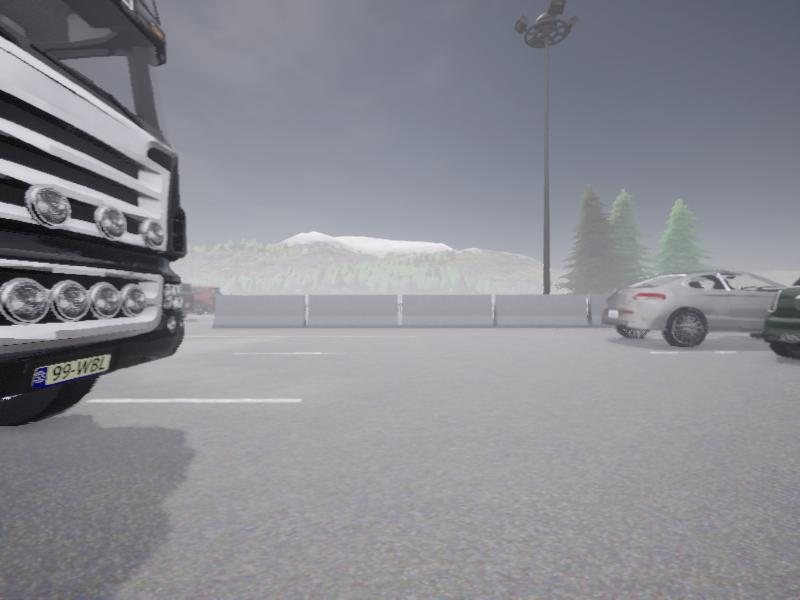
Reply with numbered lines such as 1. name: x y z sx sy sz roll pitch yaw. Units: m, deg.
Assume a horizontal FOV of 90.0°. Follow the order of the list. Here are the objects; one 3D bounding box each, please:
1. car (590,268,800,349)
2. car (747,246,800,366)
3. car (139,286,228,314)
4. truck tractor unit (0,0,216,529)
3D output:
1. car: 7.397 0.171 9.204 5.027 1.651 2.152 0 0 0
2. car: 8.130 0.084 5.704 4.553 1.767 2.097 0 0 0
3. car: -16.202 -0.007 30.196 5.566 2.045 2.150 0 0 0
4. truck tractor unit: -4.976 -1.112 2.190 6.516 4.208 3.053 0 0 0
